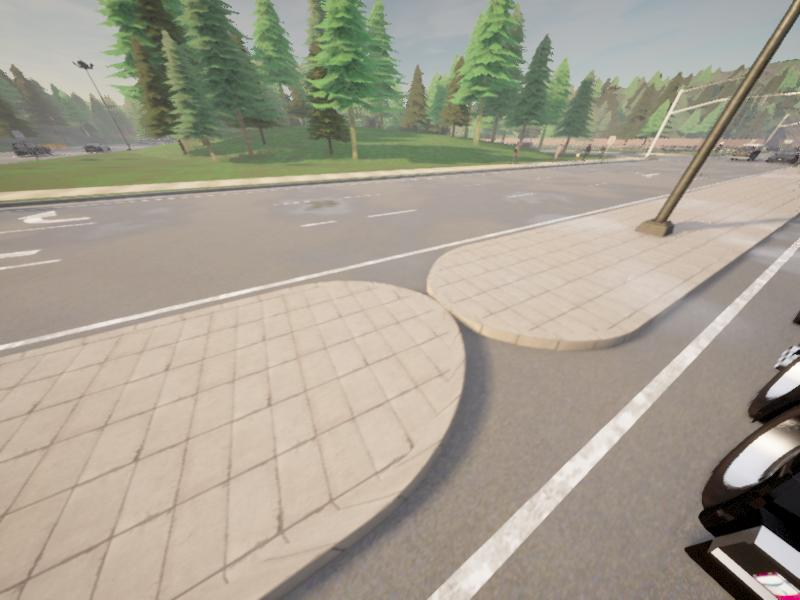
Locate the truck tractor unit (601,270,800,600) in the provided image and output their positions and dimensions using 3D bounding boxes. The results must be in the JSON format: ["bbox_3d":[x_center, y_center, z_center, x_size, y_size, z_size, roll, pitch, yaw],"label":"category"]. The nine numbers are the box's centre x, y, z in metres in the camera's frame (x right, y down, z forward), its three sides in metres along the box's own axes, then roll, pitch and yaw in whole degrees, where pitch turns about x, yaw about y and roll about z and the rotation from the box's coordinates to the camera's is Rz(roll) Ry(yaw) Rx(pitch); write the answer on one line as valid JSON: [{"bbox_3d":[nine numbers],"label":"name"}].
[{"bbox_3d":[5.122,-0.289,0.773,6.516,4.208,3.053,-18,39,-24],"label":"truck tractor unit"}]

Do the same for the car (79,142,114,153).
[{"bbox_3d":[-53.478,-27.033,40.871,2.038,1.542,4.974,-17,39,-23],"label":"car"}]

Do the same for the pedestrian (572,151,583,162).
[{"bbox_3d":[20.838,-16.879,27.148,0.500,1.100,0.500,-22,41,-29],"label":"pedestrian"}]

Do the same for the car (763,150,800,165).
[{"bbox_3d":[48.705,-18.060,29.225,4.181,1.385,1.994,-17,38,-23],"label":"car"}]

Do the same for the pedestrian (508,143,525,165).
[{"bbox_3d":[11.587,-14.567,23.071,0.751,1.860,0.751,-17,39,-23],"label":"pedestrian"}]

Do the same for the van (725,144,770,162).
[{"bbox_3d":[48.300,-20.484,32.115,4.480,2.038,2.069,-17,38,-23],"label":"van"}]

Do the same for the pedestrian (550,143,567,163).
[{"bbox_3d":[17.655,-16.416,25.786,0.751,1.860,0.751,-19,39,-25],"label":"pedestrian"}]

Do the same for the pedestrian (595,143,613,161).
[{"bbox_3d":[25.989,-18.906,29.445,0.751,1.860,0.751,-13,37,-19],"label":"pedestrian"}]

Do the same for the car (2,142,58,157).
[{"bbox_3d":[-51.978,-21.308,32.624,2.033,1.649,4.856,-17,39,-23],"label":"car"}]

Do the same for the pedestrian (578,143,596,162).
[{"bbox_3d":[21.566,-17.016,26.687,0.751,1.860,0.751,-18,39,-25],"label":"pedestrian"}]
